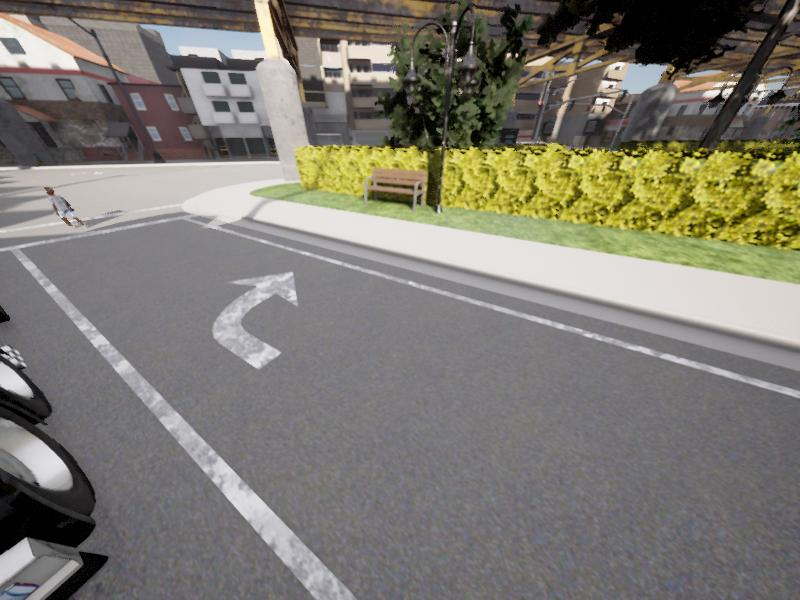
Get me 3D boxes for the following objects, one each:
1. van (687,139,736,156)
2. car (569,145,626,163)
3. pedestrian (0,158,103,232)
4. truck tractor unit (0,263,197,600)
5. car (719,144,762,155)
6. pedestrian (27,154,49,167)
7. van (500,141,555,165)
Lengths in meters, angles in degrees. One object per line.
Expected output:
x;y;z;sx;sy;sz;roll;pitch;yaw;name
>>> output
46.889;-22.987;34.838;4.480;2.038;2.069;-9;36;-12;van
22.921;-17.066;26.933;5.366;1.575;1.801;-9;36;-12;car
-10.188;-3.057;6.799;0.751;1.860;0.751;7;36;10;pedestrian
-5.110;-0.302;0.779;6.516;4.208;3.053;18;39;24;truck tractor unit
53.603;-23.735;36.447;4.181;1.385;1.994;-8;36;-11;car
-36.128;-13.962;23.066;0.500;1.100;0.500;-12;36;-16;pedestrian
13.616;-15.834;24.842;4.480;2.038;2.069;-9;36;-11;van
